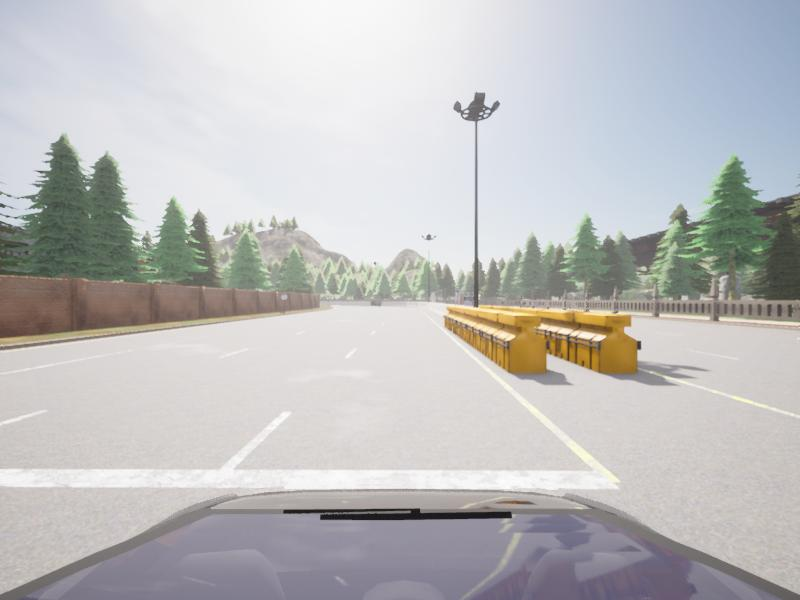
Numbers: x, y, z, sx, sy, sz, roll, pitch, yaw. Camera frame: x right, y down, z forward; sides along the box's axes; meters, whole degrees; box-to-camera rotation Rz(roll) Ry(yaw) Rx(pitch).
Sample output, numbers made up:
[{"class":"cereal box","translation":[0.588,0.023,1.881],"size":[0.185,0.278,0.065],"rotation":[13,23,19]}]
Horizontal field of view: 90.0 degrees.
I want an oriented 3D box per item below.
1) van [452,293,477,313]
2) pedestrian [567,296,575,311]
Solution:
[{"class":"van","translation":[8.199,0.339,51.560],"size":[2.351,2.431,6.366],"rotation":[0,0,1]},{"class":"pedestrian","translation":[22.564,0.445,52.676],"size":[0.751,1.860,0.751],"rotation":[0,0,0]}]
